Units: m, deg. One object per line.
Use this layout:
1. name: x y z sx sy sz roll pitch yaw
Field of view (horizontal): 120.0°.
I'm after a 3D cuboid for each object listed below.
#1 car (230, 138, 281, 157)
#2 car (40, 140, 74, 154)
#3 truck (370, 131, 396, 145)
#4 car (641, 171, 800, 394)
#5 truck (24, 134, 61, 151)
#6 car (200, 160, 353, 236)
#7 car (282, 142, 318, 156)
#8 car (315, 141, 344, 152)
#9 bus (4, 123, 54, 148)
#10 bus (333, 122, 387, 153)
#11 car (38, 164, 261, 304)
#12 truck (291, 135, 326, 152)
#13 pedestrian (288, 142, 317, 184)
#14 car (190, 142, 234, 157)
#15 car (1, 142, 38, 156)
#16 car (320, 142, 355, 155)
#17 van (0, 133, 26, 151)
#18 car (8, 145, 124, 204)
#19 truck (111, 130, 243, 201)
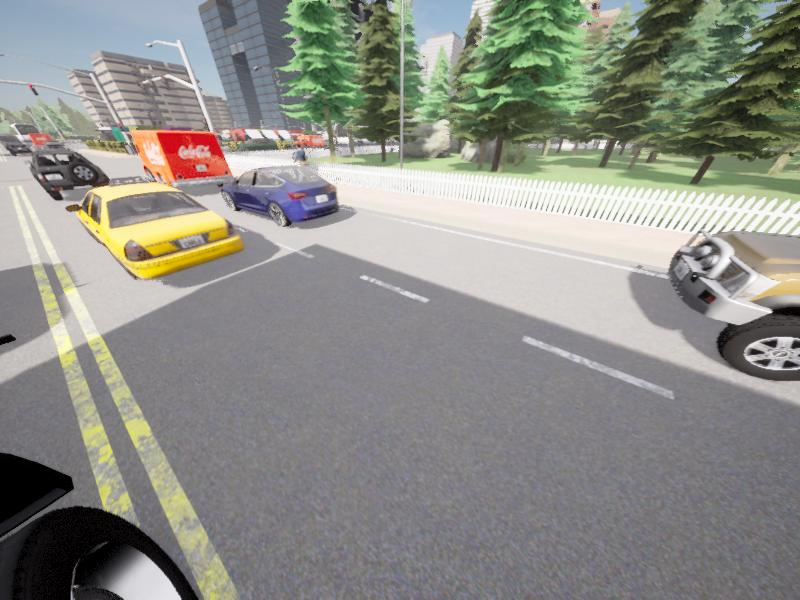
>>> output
1. car: -20.495 -21.979 33.169 2.150 2.045 5.566 21 40 27
2. car: -51.607 -23.024 34.764 5.238 1.638 1.930 22 41 28
3. truck: -5.712 -54.618 77.952 8.468 3.827 2.891 21 40 26
4. car: 5.817 0.204 2.042 4.605 1.855 1.932 23 41 27
5. truck: -66.562 -29.440 43.031 5.204 2.467 2.627 22 41 28
6. car: -4.177 -3.695 7.837 4.792 1.488 2.163 22 41 28
7. car: -14.990 -22.886 34.949 2.007 1.525 4.514 21 40 27
8. car: -12.897 -28.354 42.721 2.038 1.542 4.974 21 40 27
9. bus: -83.398 -36.920 51.964 10.273 4.253 3.944 22 40 27
10. bus: -7.211 -30.862 43.963 3.944 4.253 10.273 21 40 27
11. car: -5.716 -1.899 5.194 5.366 1.575 1.801 22 41 28
12. truck: -16.777 -29.024 42.835 2.627 2.467 5.204 21 40 27
13. pedestrian: -5.184 -7.328 12.349 0.751 1.860 0.751 23 41 29
14. car: -25.848 -20.827 31.873 1.851 1.617 3.988 21 40 27
15. car: -51.949 -20.633 31.516 4.514 1.525 2.007 22 41 28
16. car: -9.722 -23.845 36.250 1.930 1.638 5.238 21 40 27
17. van: -71.566 -29.059 42.358 5.915 2.561 1.988 22 41 28
18. car: -14.960 -5.779 10.365 4.605 1.855 1.932 22 41 28
19. truck: -10.871 -6.813 11.363 5.204 2.467 2.627 23 41 28
